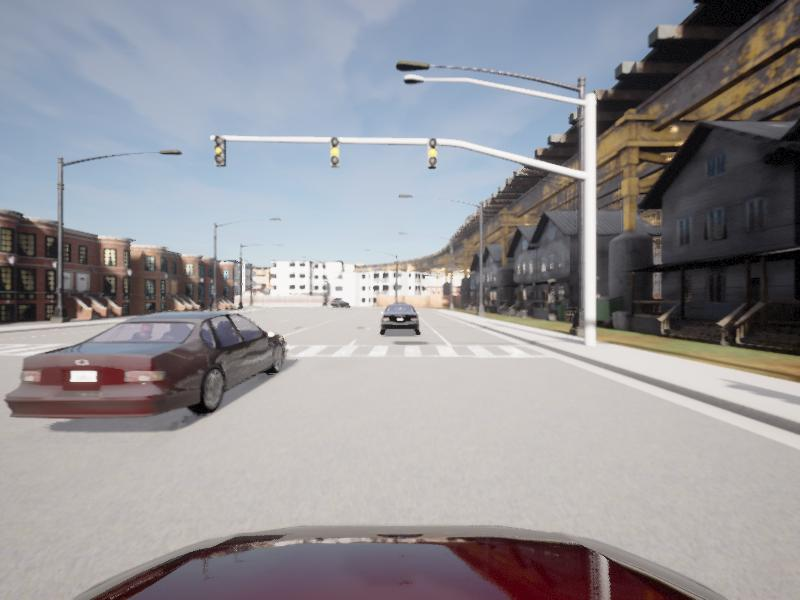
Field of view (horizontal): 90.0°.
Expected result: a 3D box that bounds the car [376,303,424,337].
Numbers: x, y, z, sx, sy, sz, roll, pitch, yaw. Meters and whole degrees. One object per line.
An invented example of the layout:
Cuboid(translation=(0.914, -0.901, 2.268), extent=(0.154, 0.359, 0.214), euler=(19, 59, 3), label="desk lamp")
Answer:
Cuboid(translation=(0.005, 0.897, 19.895), extent=(2.033, 1.411, 5.357), euler=(0, 0, 0), label="car")

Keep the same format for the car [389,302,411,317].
Cuboid(translation=(0.008, 0.899, 39.458), extent=(2.033, 1.411, 5.357), euler=(0, 0, 0), label="car")

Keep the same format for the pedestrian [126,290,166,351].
Cuboid(translation=(-8.044, 0.639, 12.697), extent=(0.751, 1.860, 0.751), euler=(0, 0, 11), label="pedestrian")

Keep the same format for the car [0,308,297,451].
Cuboid(translation=(-3.497, 0.896, 6.932), extent=(2.033, 1.411, 5.357), euler=(0, 0, 0), label="car")

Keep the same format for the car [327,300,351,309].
Cuboid(translation=(-11.406, 0.779, 74.585), extent=(1.930, 1.638, 5.238), euler=(0, 0, -42), label="car")
